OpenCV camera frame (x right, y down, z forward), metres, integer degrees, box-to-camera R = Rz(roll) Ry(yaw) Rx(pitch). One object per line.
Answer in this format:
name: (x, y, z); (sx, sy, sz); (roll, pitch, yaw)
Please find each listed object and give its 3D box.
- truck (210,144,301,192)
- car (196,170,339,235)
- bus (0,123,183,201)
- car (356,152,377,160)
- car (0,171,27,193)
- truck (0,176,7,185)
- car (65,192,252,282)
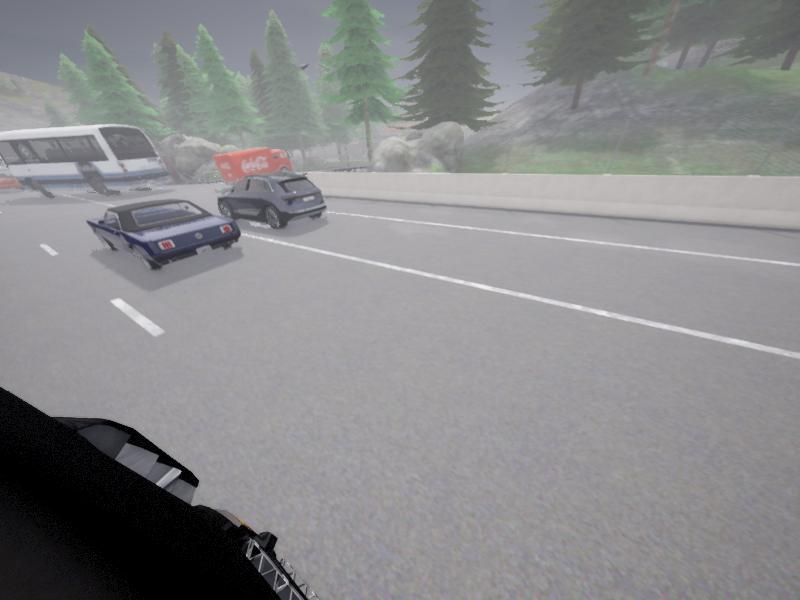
truck: (-11.452, -10.871, 18.850); (2.627, 2.467, 5.204); (16, 43, 26)
car: (-4.996, -3.897, 8.770); (4.856, 1.649, 2.033); (16, 38, 26)
bus: (-23.568, -10.176, 17.212); (10.273, 4.253, 3.944); (3, 36, 8)
car: (-8.092, -34.949, 56.216); (4.674, 1.442, 1.812); (16, 38, 26)
car: (-40.559, -11.951, 23.297); (4.553, 1.767, 2.097); (16, 38, 26)
truck: (-60.973, -18.662, 33.042); (8.468, 3.827, 2.891); (17, 38, 27)
car: (-6.554, -1.983, 6.274); (4.718, 1.301, 1.895); (16, 38, 26)
